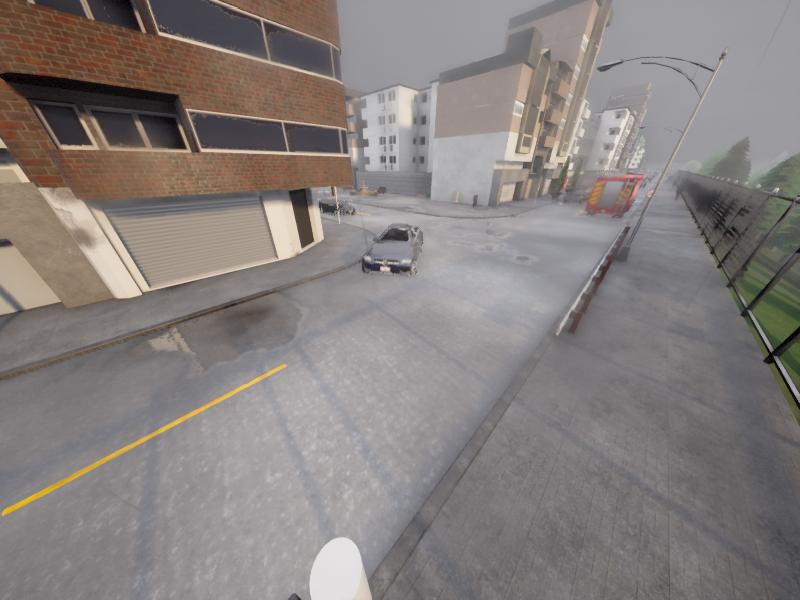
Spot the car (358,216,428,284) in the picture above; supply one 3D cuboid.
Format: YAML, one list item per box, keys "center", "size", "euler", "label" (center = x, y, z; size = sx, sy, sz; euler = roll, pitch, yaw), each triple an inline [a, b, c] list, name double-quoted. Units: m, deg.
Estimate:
- center: [-0.062, -2.711, 11.287]
  size: [2.152, 1.651, 5.027]
  euler: [7, 31, 10]
  label: "car"

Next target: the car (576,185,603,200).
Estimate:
- center: [28.292, -16.046, 34.426]
  size: [5.366, 1.575, 1.801]
  euler: [-27, 39, -38]
  label: "car"

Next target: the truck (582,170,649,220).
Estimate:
- center: [21.506, -10.728, 22.972]
  size: [8.468, 3.827, 2.891]
  euler: [-26, 39, -38]
  label: "truck"

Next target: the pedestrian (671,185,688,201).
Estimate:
- center: [37.487, -14.378, 31.002]
  size: [0.751, 1.860, 0.751]
  euler: [-26, 39, -38]
  label: "pedestrian"

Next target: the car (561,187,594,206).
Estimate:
- center: [22.786, -13.386, 29.605]
  size: [4.553, 1.767, 2.097]
  euler: [-27, 39, -38]
  label: "car"

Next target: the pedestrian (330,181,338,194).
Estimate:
- center: [-11.075, -18.936, 38.895]
  size: [0.751, 1.860, 0.751]
  euler: [26, 39, 37]
  label: "pedestrian"

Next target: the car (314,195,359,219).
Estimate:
- center: [-6.280, -9.216, 22.681]
  size: [4.892, 1.490, 1.837]
  euler: [27, 39, 38]
  label: "car"
